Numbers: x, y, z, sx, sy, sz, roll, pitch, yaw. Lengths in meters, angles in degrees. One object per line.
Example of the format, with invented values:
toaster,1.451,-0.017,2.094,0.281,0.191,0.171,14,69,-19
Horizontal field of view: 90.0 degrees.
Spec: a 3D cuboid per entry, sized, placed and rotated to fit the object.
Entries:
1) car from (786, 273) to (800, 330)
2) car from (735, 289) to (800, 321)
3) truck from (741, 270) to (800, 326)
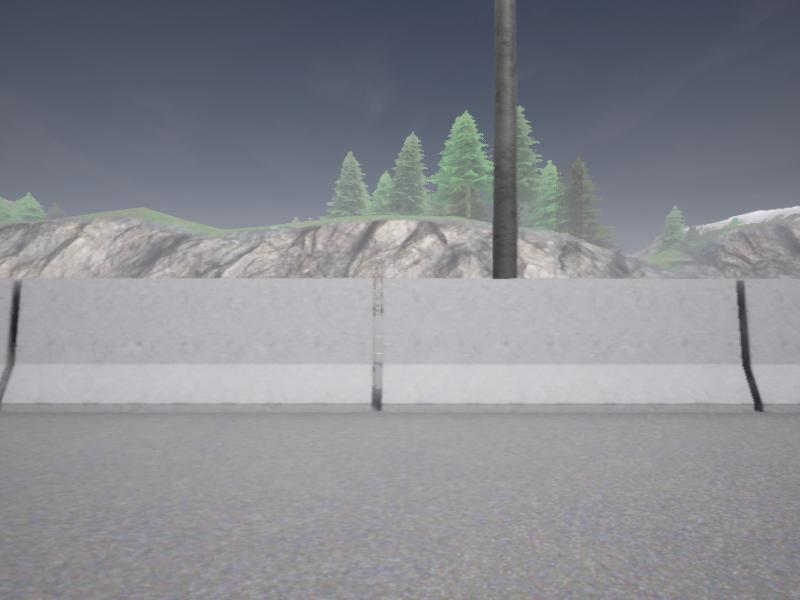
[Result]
car,15.128,0.047,12.700,3.866,1.878,1.905,0,0,0
car,19.854,0.237,19.699,4.902,1.511,2.128,0,0,0
truck,17.973,-0.057,16.198,6.274,2.098,2.390,0,0,0
